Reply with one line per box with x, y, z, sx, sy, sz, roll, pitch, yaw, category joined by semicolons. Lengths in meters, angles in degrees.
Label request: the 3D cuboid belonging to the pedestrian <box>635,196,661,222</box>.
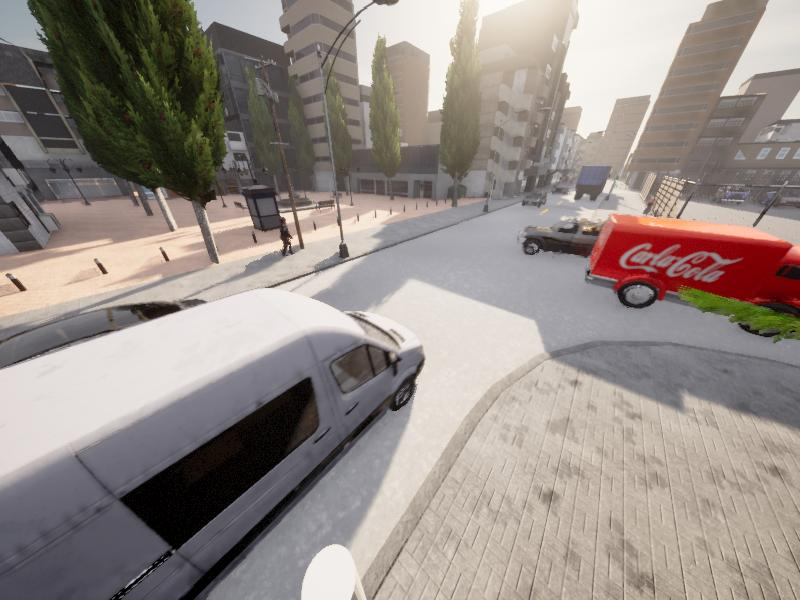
19.889;-7.317;18.546;0.751;1.860;0.751;23;37;34;pedestrian

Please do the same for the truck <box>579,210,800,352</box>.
9.192;-0.950;7.130;5.204;2.467;2.627;22;37;29;truck

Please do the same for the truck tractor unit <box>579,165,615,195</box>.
33.704;-20.580;39.434;3.053;4.208;6.516;23;37;34;truck tractor unit

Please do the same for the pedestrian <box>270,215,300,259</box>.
-5.519;-3.031;11.138;0.751;1.860;0.751;-22;36;-33;pedestrian

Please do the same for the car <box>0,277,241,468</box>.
-6.255;1.283;4.288;1.837;1.490;4.892;22;37;34;car

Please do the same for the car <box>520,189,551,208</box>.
16.042;-12.014;27.288;2.007;1.525;4.514;23;37;34;car

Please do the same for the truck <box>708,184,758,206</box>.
40.630;-13.001;28.353;2.069;2.038;4.478;23;37;34;truck

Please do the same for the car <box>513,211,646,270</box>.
8.466;-3.138;11.564;4.605;1.855;1.932;16;33;25;car

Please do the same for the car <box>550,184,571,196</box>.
26.496;-18.141;38.058;1.994;1.385;4.181;23;37;34;car

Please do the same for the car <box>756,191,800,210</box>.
43.557;-11.395;26.194;2.033;1.415;5.357;23;37;34;car

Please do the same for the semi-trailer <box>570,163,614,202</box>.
28.624;-17.634;34.131;2.717;4.402;14.254;23;37;34;semi-trailer

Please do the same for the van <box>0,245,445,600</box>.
-1.914;1.385;3.067;1.988;2.561;5.915;23;37;34;van

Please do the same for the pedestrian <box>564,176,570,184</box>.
43.459;-31.394;60.265;0.751;1.860;0.751;16;34;26;pedestrian
